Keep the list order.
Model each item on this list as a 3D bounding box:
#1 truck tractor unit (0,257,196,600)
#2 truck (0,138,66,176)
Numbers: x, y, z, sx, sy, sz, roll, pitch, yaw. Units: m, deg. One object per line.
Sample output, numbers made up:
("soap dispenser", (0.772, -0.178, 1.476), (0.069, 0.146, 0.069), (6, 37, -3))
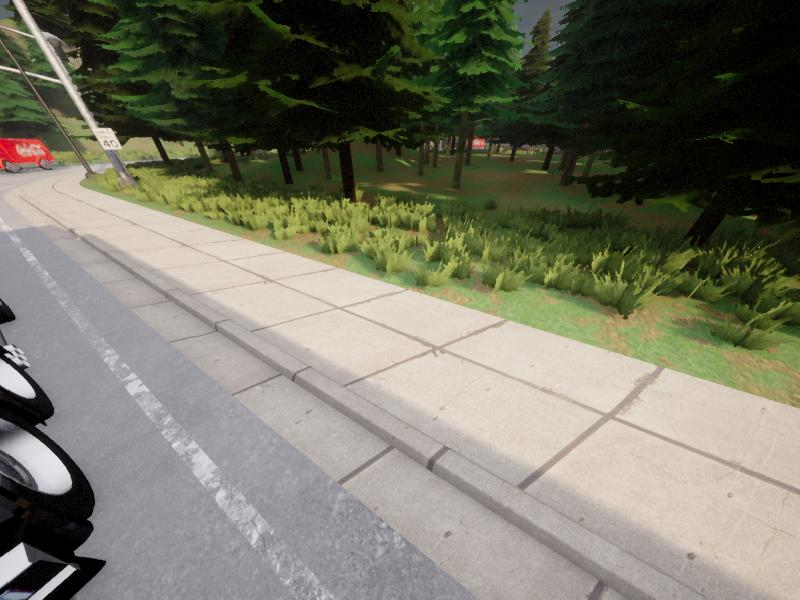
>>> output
("truck tractor unit", (-5.099, -0.312, 0.797), (6.516, 4.208, 3.053), (19, 39, 25))
("truck", (-33.173, -12.095, 19.451), (2.627, 2.467, 5.204), (-10, 35, -12))
